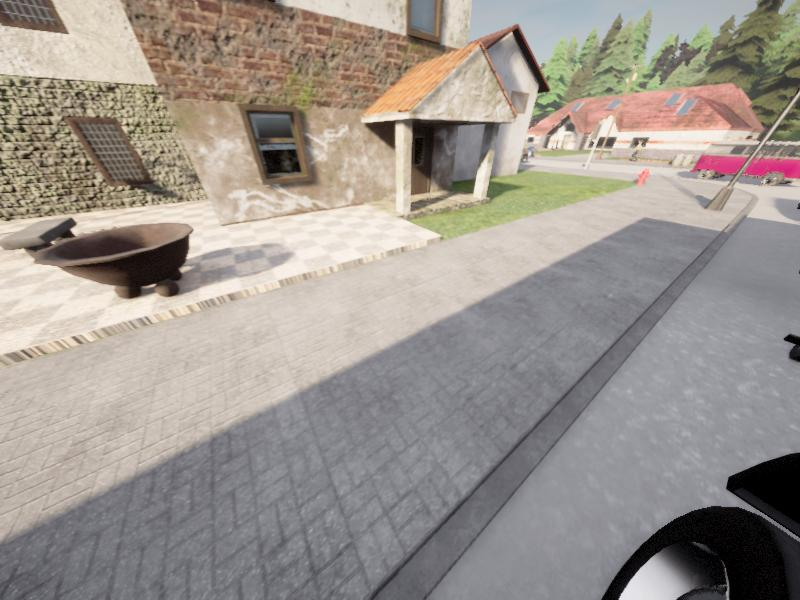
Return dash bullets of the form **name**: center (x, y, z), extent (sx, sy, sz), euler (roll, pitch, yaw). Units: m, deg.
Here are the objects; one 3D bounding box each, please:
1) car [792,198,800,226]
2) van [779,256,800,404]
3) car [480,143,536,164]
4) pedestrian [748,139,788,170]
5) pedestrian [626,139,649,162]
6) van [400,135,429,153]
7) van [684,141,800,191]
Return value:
- **car**: center (14.052, -3.138, 6.901), extent (3.705, 1.549, 1.789), euler (-24, 41, -29)
- **van**: center (7.019, -0.525, 2.401), extent (5.915, 2.561, 1.988), euler (-21, 41, -28)
- **car**: center (11.330, -15.695, 24.609), extent (2.242, 1.667, 4.611), euler (-22, 40, -27)
- **pedestrian**: center (27.579, -10.911, 17.326), extent (0.751, 1.860, 0.751), euler (-23, 41, -28)
- **pedestrian**: center (23.020, -14.498, 22.442), extent (0.751, 1.860, 0.751), euler (-26, 43, -32)
- **van**: center (2.424, -27.606, 40.799), extent (1.988, 2.561, 5.915), euler (-22, 41, -27)
- **van**: center (19.702, -7.542, 12.724), extent (1.775, 1.987, 4.442), euler (-11, 37, -15)
